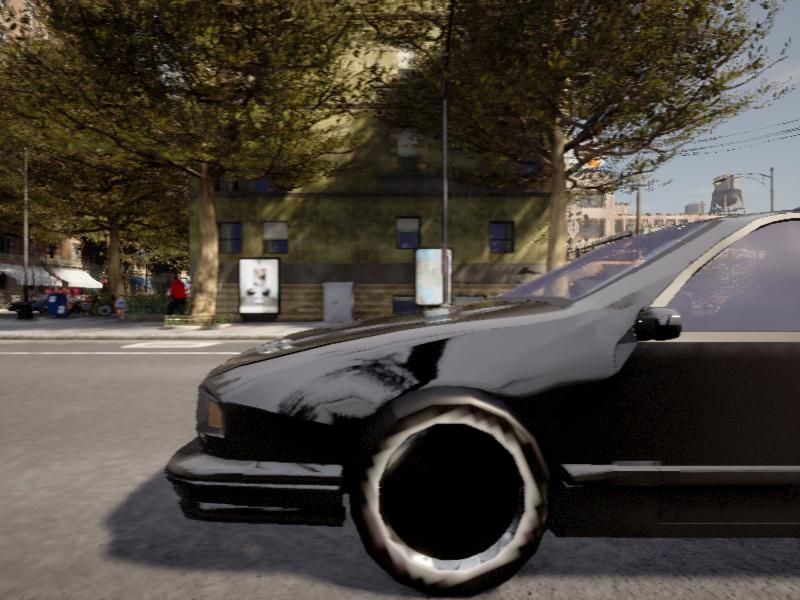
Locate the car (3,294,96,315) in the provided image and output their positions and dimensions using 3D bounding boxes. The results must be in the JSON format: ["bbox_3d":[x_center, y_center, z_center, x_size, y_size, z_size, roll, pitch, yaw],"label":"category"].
[{"bbox_3d":[-25.213,0.302,29.134,2.033,1.411,5.357,0,0,0],"label":"car"}]

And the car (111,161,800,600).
[{"bbox_3d":[1.824,0.295,2.202,5.357,1.411,2.033,0,0,0],"label":"car"}]

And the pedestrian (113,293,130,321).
[{"bbox_3d":[-11.176,0.269,16.056,0.500,1.100,0.500,0,0,-29],"label":"pedestrian"}]

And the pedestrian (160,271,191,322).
[{"bbox_3d":[-8.448,-0.112,15.067,0.751,1.860,0.751,0,0,25],"label":"pedestrian"}]

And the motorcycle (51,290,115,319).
[{"bbox_3d":[-15.476,0.225,19.635,2.356,1.277,0.764,0,-10,-30],"label":"motorcycle"}]

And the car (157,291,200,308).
[{"bbox_3d":[-28.175,-0.019,51.099,2.435,2.045,5.566,0,0,0],"label":"car"}]
